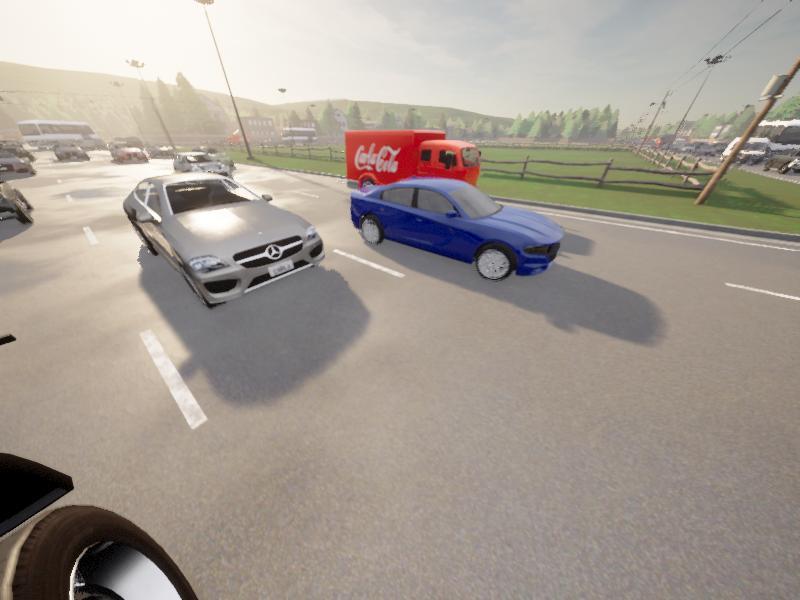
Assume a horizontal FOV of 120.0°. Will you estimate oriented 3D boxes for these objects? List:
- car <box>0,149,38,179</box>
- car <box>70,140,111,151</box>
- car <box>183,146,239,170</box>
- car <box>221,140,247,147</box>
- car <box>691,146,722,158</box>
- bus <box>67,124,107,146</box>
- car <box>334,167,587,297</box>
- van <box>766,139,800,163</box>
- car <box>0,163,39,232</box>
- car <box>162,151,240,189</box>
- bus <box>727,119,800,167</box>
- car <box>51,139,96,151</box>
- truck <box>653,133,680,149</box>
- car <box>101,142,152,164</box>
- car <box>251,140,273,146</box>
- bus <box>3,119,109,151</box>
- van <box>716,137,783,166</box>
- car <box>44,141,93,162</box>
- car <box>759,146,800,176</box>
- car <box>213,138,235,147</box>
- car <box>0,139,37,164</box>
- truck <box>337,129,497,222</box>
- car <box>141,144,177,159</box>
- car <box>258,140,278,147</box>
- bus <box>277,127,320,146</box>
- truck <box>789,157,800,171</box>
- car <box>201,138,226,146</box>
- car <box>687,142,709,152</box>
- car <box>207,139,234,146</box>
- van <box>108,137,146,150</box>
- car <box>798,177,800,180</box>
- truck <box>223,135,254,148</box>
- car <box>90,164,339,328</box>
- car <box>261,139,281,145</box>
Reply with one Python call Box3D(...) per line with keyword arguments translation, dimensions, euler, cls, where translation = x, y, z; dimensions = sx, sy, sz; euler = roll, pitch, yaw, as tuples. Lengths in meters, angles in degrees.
Box3D(translation=(-25.918, -8.925, 15.103), dimensions=(4.181, 1.385, 1.994), euler=(24, 42, 30), cls="car")
Box3D(translation=(-53.595, -26.891, 40.200), dimensions=(2.163, 1.488, 4.792), euler=(-13, 37, -18), cls="car")
Box3D(translation=(-16.220, -12.257, 19.811), dimensions=(4.514, 1.525, 2.007), euler=(24, 42, 30), cls="car")
Box3D(translation=(-42.584, -40.295, 59.340), dimensions=(2.128, 1.511, 4.902), euler=(24, 41, 30), cls="car")
Box3D(translation=(49.392, -23.984, 37.371), dimensions=(1.994, 1.385, 4.181), euler=(24, 41, 29), cls="car")
Box3D(translation=(-81.998, -43.123, 60.523), dimensions=(10.273, 4.253, 3.944), euler=(24, 41, 30), cls="bus")
Box3D(translation=(0.976, -1.993, 5.425), dimensions=(5.008, 1.535, 1.882), euler=(24, 41, 29), cls="car")
Box3D(translation=(51.184, -19.088, 29.520), dimensions=(2.351, 2.431, 6.366), euler=(24, 41, 29), cls="van")
Box3D(translation=(-12.821, -3.096, 6.814), dimensions=(3.705, 1.549, 1.789), euler=(24, 42, 30), cls="car")
Box3D(translation=(-11.283, -7.460, 13.098), dimensions=(3.806, 1.475, 1.970), euler=(24, 42, 30), cls="car")
Box3D(translation=(46.315, -19.383, 28.273), dimensions=(3.944, 4.253, 10.273), euler=(24, 43, 29), cls="bus")
Box3D(translation=(-57.464, -27.460, 40.797), dimensions=(2.242, 1.667, 4.611), euler=(-10, 37, -14), cls="car")
Box3D(translation=(78.241, -46.801, 67.977), dimensions=(2.891, 3.827, 8.468), euler=(24, 41, 29), cls="truck")
Box3D(translation=(-27.578, -14.894, 23.299), dimensions=(4.611, 1.667, 2.242), euler=(24, 42, 30), cls="car")
Box3D(translation=(-38.252, -43.451, 64.061), dimensions=(1.895, 1.301, 4.718), euler=(24, 41, 30), cls="car")
Box3D(translation=(-61.909, -30.225, 42.422), dimensions=(3.944, 4.253, 10.273), euler=(-5, 36, -3), cls="bus")
Box3D(translation=(39.734, -17.160, 26.552), dimensions=(1.988, 2.561, 5.915), euler=(24, 41, 29), cls="van")
Box3D(translation=(-34.806, -15.626, 24.255), dimensions=(4.611, 1.667, 2.242), euler=(25, 42, 30), cls="car")
Box3D(translation=(32.333, -11.293, 18.706), dimensions=(1.932, 1.855, 4.605), euler=(24, 41, 29), cls="car")
Box3D(translation=(-45.905, -41.284, 60.377), dimensions=(1.905, 1.878, 3.866), euler=(24, 41, 30), cls="car")
Box3D(translation=(-37.806, -14.560, 22.513), dimensions=(3.866, 1.878, 1.905), euler=(25, 42, 30), cls="car")
Box3D(translation=(0.443, -5.144, 9.072), dimensions=(5.204, 2.467, 2.627), euler=(25, 42, 30), cls="truck")
Box3D(translation=(-29.475, -18.205, 28.241), dimensions=(4.181, 1.385, 1.994), euler=(25, 42, 30), cls="car")
Box3D(translation=(-35.515, -42.206, 62.262), dimensions=(1.994, 1.385, 4.181), euler=(24, 42, 30), cls="car")
Box3D(translation=(-29.407, -47.840, 67.831), dimensions=(3.944, 4.253, 10.273), euler=(24, 41, 30), cls="bus")
Box3D(translation=(36.438, -11.849, 17.853), dimensions=(2.891, 3.827, 8.468), euler=(24, 41, 29), cls="truck")
Box3D(translation=(-51.489, -43.657, 63.873), dimensions=(2.242, 1.667, 4.611), euler=(24, 41, 29), cls="car")
Box3D(translation=(68.165, -35.040, 52.859), dimensions=(1.905, 1.878, 3.866), euler=(24, 41, 29), cls="car")
Box3D(translation=(-48.428, -42.616, 62.472), dimensions=(2.152, 1.651, 5.027), euler=(24, 41, 29), cls="car")
Box3D(translation=(-51.240, -29.497, 43.490), dimensions=(1.775, 1.987, 4.442), euler=(-4, 35, -5), cls="van")
Box3D(translation=(27.859, -7.825, 13.906), dimensions=(2.242, 1.667, 4.611), euler=(24, 41, 29), cls="car")
Box3D(translation=(-39.938, -39.347, 57.188), dimensions=(2.627, 2.467, 5.204), euler=(24, 42, 30), cls="truck")
Box3D(translation=(-3.894, -1.645, 4.800), dimensions=(5.027, 1.651, 2.152), euler=(24, 41, 30), cls="car")
Box3D(translation=(-39.897, -48.958, 71.659), dimensions=(2.038, 1.542, 4.974), euler=(24, 41, 30), cls="car")
